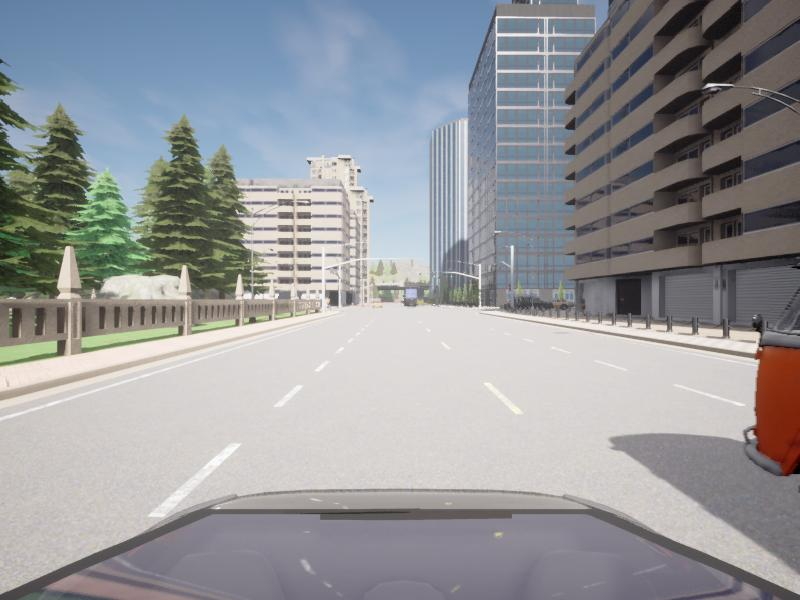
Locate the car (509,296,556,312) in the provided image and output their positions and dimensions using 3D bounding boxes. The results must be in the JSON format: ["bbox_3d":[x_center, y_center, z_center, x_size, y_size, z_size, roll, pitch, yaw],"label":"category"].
[{"bbox_3d":[17.416,0.514,52.792,5.566,2.045,2.150,0,0,0],"label":"car"}]

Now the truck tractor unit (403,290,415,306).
[{"bbox_3d":[2.309,-0.516,104.674,3.053,4.208,6.516,0,0,-1],"label":"truck tractor unit"}]

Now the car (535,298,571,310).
[{"bbox_3d":[22.836,0.597,59.821,4.605,1.855,1.932,0,0,0],"label":"car"}]

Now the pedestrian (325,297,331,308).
[{"bbox_3d":[-11.987,0.429,66.427,0.751,1.860,0.751,0,0,30],"label":"pedestrian"}]

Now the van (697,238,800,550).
[{"bbox_3d":[3.438,0.598,1.206,1.775,1.987,4.442,0,0,0],"label":"van"}]

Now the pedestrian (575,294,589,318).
[{"bbox_3d":[14.432,0.483,31.719,0.751,1.860,0.751,0,0,-9],"label":"pedestrian"}]

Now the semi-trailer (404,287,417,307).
[{"bbox_3d":[2.414,-0.618,96.763,2.717,4.402,14.254,0,0,-1],"label":"semi-trailer"}]

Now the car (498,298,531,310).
[{"bbox_3d":[18.110,0.639,63.311,4.553,1.767,2.097,0,0,0],"label":"car"}]
